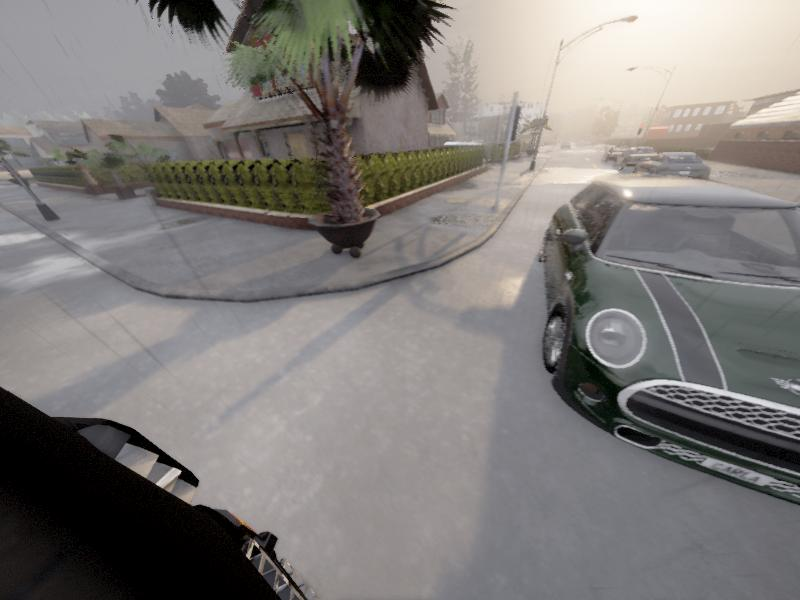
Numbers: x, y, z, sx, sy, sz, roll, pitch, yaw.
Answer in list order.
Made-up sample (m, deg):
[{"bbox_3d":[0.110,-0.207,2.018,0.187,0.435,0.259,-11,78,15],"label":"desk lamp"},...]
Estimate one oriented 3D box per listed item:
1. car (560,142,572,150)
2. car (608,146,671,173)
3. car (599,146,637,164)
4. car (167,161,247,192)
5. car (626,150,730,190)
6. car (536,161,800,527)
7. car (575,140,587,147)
[{"bbox_3d":[39.407,-36.719,54.964,1.994,1.385,4.181,16,38,26],"label":"car"},{"bbox_3d":[17.719,-10.696,17.435,2.033,1.411,5.357,16,38,26],"label":"car"},{"bbox_3d":[21.078,-14.172,22.501,1.895,1.301,4.718,17,38,27],"label":"car"},{"bbox_3d":[-13.375,-8.776,16.272,1.845,1.501,3.633,14,37,24],"label":"car"},{"bbox_3d":[13.724,-6.766,11.846,1.994,1.385,4.181,14,37,24],"label":"car"},{"bbox_3d":[3.153,-0.519,2.869,2.097,1.767,4.553,13,37,22],"label":"car"},{"bbox_3d":[53.621,-46.395,68.487,2.152,1.651,5.027,16,38,26],"label":"car"}]
